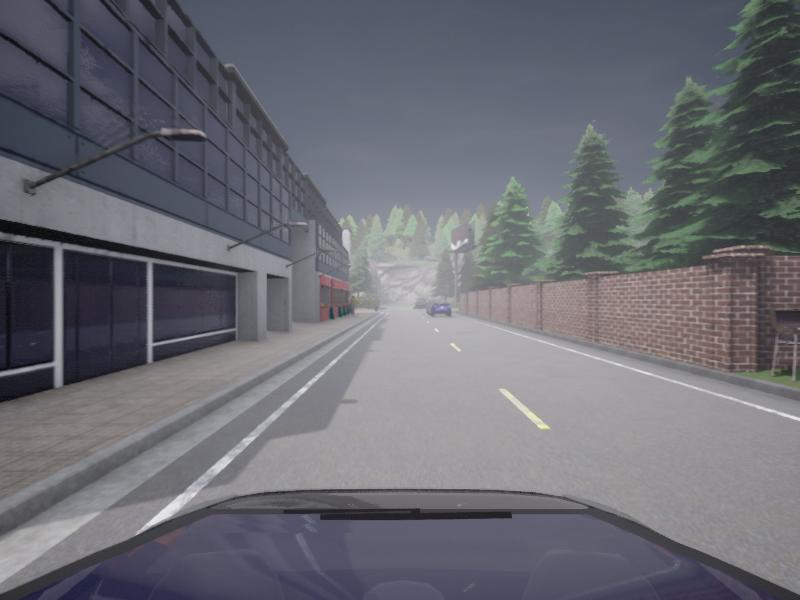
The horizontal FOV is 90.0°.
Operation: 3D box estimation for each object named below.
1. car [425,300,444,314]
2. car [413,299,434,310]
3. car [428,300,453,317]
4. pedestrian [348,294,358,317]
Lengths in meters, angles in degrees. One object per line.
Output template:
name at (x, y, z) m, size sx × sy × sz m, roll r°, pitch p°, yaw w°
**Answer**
car at (3.817, 0.752, 44.269) m, size 1.789 × 1.549 × 3.705 m, roll 0°, pitch 0°, yaw 0°
car at (3.724, 0.660, 63.488) m, size 2.242 × 1.667 × 4.611 m, roll 1°, pitch 0°, yaw 18°
car at (3.771, 0.775, 37.852) m, size 2.007 × 1.525 × 4.514 m, roll 0°, pitch 0°, yaw 0°
pedestrian at (-3.867, 0.439, 32.971) m, size 0.751 × 1.860 × 0.751 m, roll 0°, pitch 0°, yaw 0°
